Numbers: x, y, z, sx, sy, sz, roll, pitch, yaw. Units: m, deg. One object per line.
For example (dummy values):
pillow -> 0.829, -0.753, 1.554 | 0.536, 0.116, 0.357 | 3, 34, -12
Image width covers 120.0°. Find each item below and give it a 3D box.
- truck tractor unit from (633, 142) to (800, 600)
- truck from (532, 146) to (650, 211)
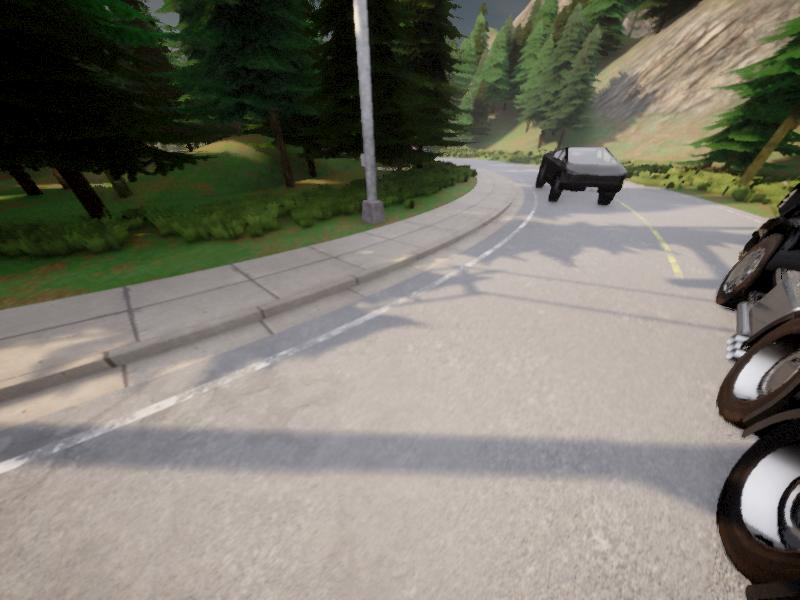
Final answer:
truck tractor unit -> 4.889, -0.478, 1.036 | 6.516, 4.208, 3.053 | -27, 43, -33
truck -> 8.653, -6.374, 11.501 | 2.390, 2.098, 6.274 | 11, 36, 15
